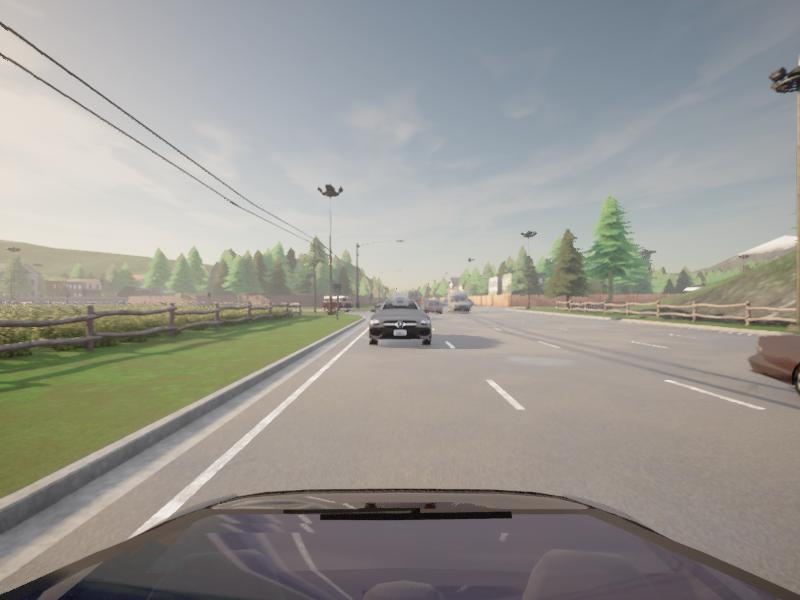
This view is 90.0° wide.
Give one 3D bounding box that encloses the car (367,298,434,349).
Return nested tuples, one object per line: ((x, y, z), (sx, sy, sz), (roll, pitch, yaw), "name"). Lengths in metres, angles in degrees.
((0.009, 0.767, 15.389), (2.152, 1.651, 5.027), (0, 0, 0), "car")

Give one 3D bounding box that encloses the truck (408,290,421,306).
((3.548, -0.410, 97.244), (2.891, 3.827, 8.468), (0, 0, 0), "truck")

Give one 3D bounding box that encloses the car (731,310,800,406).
((7.002, 0.890, 4.557), (2.033, 1.411, 5.357), (0, 0, 0), "car")

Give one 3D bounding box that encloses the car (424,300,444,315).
((3.522, 0.790, 41.878), (1.845, 1.501, 3.633), (0, 0, 0), "car")

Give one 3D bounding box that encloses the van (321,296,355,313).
((-7.600, 0.531, 48.763), (2.069, 2.038, 4.480), (0, -1, -42), "van")

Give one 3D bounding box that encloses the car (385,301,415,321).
((0.017, 0.822, 31.694), (2.163, 1.488, 4.792), (0, 0, 0), "car")

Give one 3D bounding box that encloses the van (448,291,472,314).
((7.022, 0.281, 47.655), (1.988, 2.561, 5.915), (0, 0, 0), "van")

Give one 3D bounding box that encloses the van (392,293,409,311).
((0.029, 0.327, 57.954), (2.351, 2.431, 6.366), (0, 0, 0), "van")
